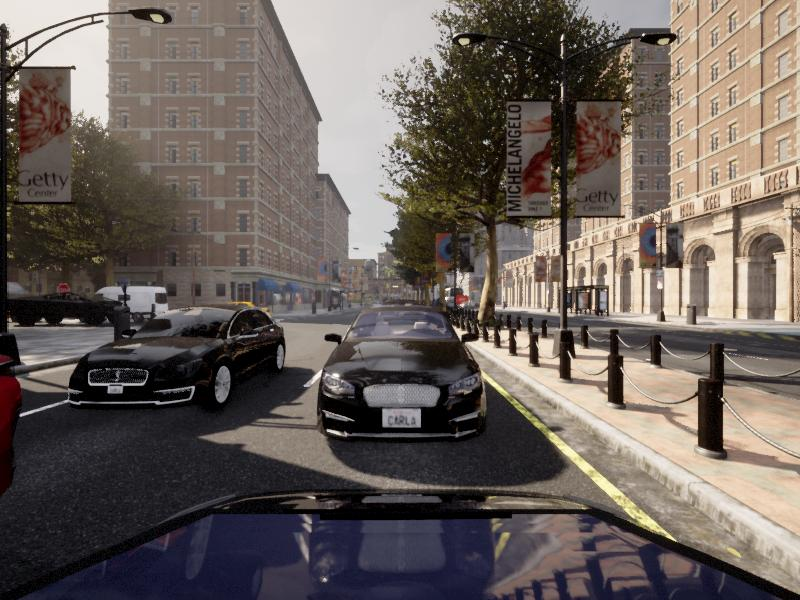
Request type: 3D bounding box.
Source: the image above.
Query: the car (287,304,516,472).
[{"bbox_3d":[0.023,0.836,6.166,2.128,1.511,4.902,0,0,0],"label":"car"}]

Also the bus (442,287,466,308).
[{"bbox_3d":[11.676,-0.538,88.180,3.944,4.253,10.273,0,0,0],"label":"bus"}]

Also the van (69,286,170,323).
[{"bbox_3d":[-20.213,0.322,29.025,5.915,2.561,1.988,0,0,-2],"label":"van"}]

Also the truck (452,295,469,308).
[{"bbox_3d":[11.763,0.355,78.047,2.627,2.467,5.204,0,0,0],"label":"truck"}]

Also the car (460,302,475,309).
[{"bbox_3d":[11.736,0.942,70.013,1.895,1.301,4.718,0,0,0],"label":"car"}]

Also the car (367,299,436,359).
[{"bbox_3d":[0.043,0.788,12.806,1.851,1.617,3.988,0,0,0],"label":"car"}]

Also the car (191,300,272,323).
[{"bbox_3d":[-12.341,0.801,29.645,5.366,1.575,1.801,0,0,-19],"label":"car"}]

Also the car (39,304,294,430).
[{"bbox_3d":[-3.503,0.845,7.333,1.837,1.490,4.892,0,0,0],"label":"car"}]

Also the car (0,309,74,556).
[{"bbox_3d":[-3.495,0.828,0.791,2.007,1.525,4.514,0,0,0],"label":"car"}]

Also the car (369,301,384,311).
[{"bbox_3d":[-3.308,0.828,56.944,1.845,1.501,3.633,0,0,0],"label":"car"}]

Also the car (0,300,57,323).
[{"bbox_3d":[-28.277,0.801,28.894,5.366,1.575,1.801,0,0,-1],"label":"car"}]

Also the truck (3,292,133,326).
[{"bbox_3d":[-20.892,0.542,25.433,6.274,2.098,2.390,0,0,-1],"label":"truck"}]
